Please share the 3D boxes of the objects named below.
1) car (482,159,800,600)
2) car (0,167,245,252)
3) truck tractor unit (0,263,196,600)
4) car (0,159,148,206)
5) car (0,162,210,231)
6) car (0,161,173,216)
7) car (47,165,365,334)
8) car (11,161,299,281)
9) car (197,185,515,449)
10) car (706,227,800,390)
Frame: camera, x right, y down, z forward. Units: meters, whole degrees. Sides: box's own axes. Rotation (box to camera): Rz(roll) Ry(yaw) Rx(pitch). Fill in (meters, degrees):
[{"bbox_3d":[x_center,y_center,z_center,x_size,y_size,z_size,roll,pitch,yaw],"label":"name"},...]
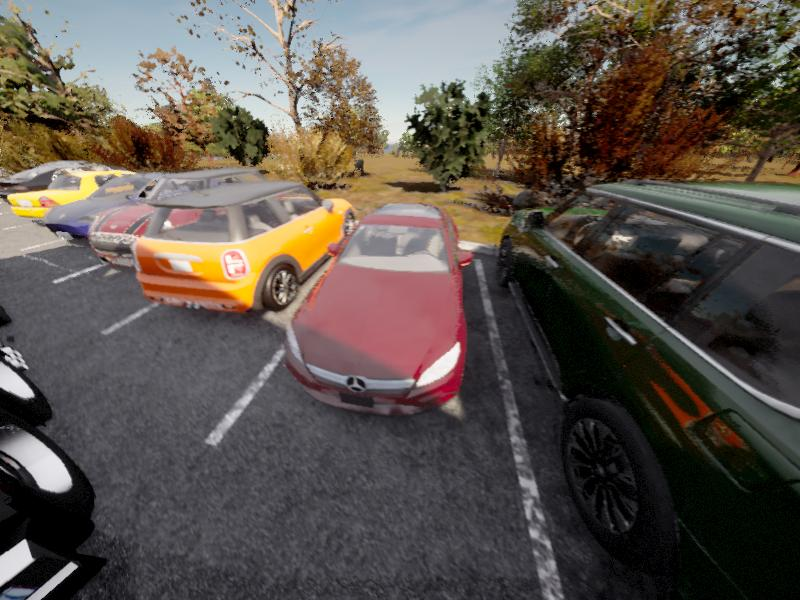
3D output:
[{"bbox_3d":[2.617,-0.078,2.331,2.435,2.045,5.566,5,34,8],"label":"car"},{"bbox_3d":[-8.049,-3.276,7.551,2.163,1.488,4.792,6,35,8],"label":"car"},{"bbox_3d":[-5.111,-0.296,0.796,6.516,4.208,3.053,18,38,24],"label":"truck tractor unit"},{"bbox_3d":[-16.853,-6.184,11.789,2.231,1.521,4.892,6,35,8],"label":"car"},{"bbox_3d":[-10.957,-4.376,9.117,1.946,1.575,5.366,6,34,9],"label":"car"},{"bbox_3d":[-13.922,-5.222,10.372,2.231,1.521,4.892,5,34,8],"label":"car"},{"bbox_3d":[-2.549,-1.613,4.820,2.185,1.767,4.553,5,34,8],"label":"car"},{"bbox_3d":[-5.106,-2.484,6.105,2.185,1.767,4.553,6,35,8],"label":"car"},{"bbox_3d":[0.041,-0.657,3.706,2.002,1.452,4.674,6,35,8],"label":"car"},{"bbox_3d":[5.173,0.860,0.993,1.878,1.987,4.442,6,35,8],"label":"car"}]
